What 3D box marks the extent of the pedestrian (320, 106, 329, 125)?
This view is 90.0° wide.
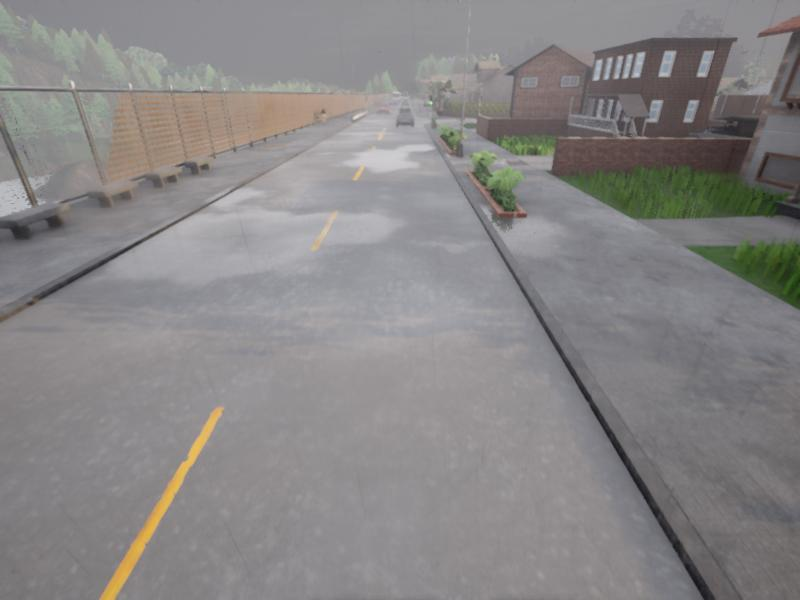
[{"bbox_3d":[-8.206,-20.034,43.407,0.751,1.860,0.751,0,27,0],"label":"pedestrian"}]

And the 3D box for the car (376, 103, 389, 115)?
[{"bbox_3d":[-3.048,-34.134,71.290,2.097,1.767,4.553,1,27,1],"label":"car"}]

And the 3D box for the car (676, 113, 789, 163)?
[{"bbox_3d":[15.764,-7.923,19.345,1.905,1.878,3.866,0,27,1],"label":"car"}]

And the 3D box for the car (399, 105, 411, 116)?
[{"bbox_3d":[0.839,-31.131,65.720,1.882,1.535,5.008,0,27,1],"label":"car"}]

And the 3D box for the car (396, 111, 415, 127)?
[{"bbox_3d":[0.576,-19.991,44.162,1.994,1.385,4.181,0,27,1],"label":"car"}]
